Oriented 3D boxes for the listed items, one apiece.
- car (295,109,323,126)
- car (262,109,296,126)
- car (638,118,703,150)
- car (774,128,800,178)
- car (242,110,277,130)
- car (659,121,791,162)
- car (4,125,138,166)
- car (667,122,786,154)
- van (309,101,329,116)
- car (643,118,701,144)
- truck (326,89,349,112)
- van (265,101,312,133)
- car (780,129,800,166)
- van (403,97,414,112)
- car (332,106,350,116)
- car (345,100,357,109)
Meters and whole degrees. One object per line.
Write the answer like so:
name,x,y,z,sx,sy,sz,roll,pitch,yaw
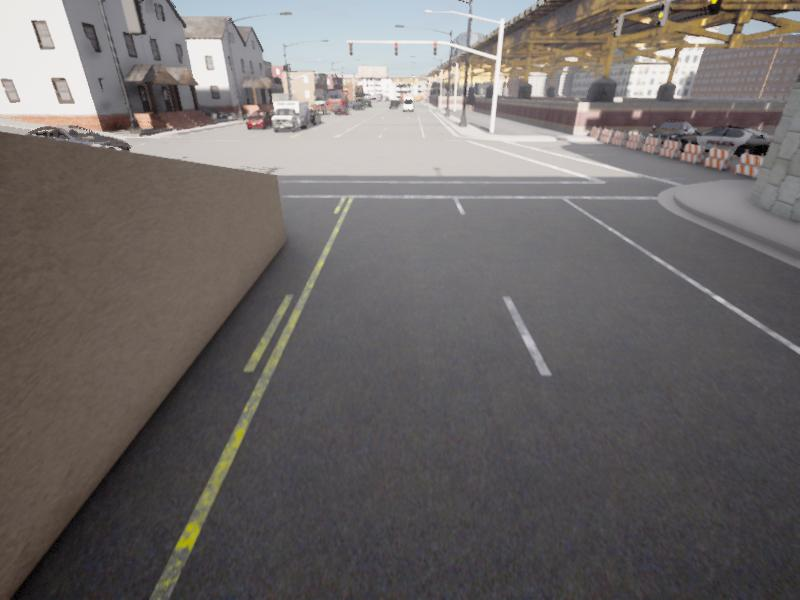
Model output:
car,-9.966,-20.232,44.320,1.837,1.490,4.892,1,27,1
car,-13.449,-20.432,44.696,2.128,1.511,4.902,1,27,1
car,17.632,-10.875,25.986,4.974,1.542,2.038,-24,36,-39
car,18.149,-6.303,17.099,2.038,1.542,4.974,15,31,27
car,-13.635,-17.642,39.168,1.851,1.617,3.988,1,27,1
car,17.512,-8.767,21.890,2.038,1.542,4.974,-18,32,-30
car,-16.485,-7.875,20.205,5.027,1.651,2.152,5,27,10
car,17.542,-8.888,21.780,1.853,1.218,4.536,-18,32,-30
van,-12.848,-30.423,63.533,2.069,2.038,4.480,1,27,1
car,17.668,-11.032,25.946,4.536,1.218,1.853,-24,36,-39
truck,-12.332,-39.808,79.837,2.891,3.827,8.468,0,27,2
van,-10.191,-17.124,37.260,2.351,2.431,6.366,1,27,1
car,18.175,-6.463,17.067,1.853,1.218,4.536,15,31,27
van,1.629,-38.182,78.050,1.988,2.561,5.915,1,27,1
car,-9.351,-30.075,63.587,1.994,1.385,4.181,1,27,1
car,-11.806,-47.170,96.350,2.097,1.767,4.553,1,27,1
